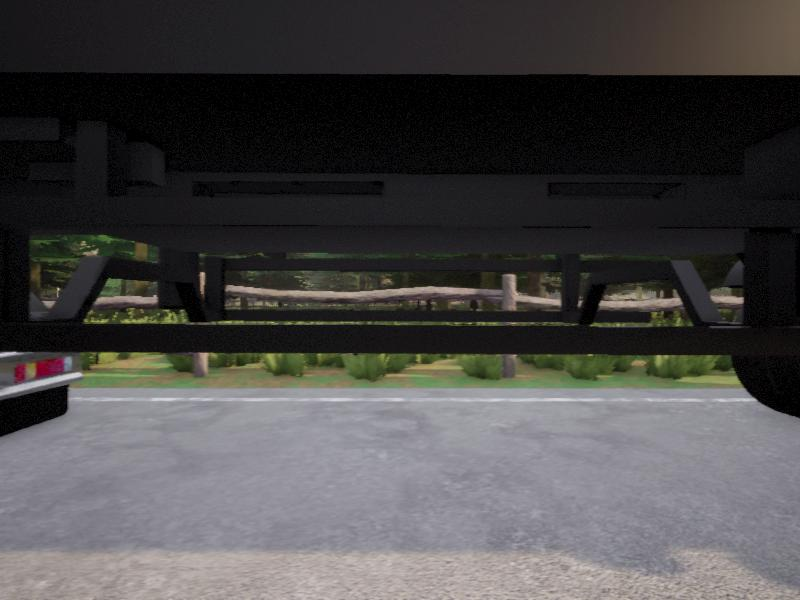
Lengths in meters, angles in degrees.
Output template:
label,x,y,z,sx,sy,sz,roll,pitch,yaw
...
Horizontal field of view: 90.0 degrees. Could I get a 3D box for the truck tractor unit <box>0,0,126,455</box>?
label,x,y,z,sx,sy,sz,roll,pitch,yaw
truck tractor unit,-5.839,-1.115,2.238,6.516,4.208,3.053,0,0,0

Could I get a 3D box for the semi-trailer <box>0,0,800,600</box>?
label,x,y,z,sx,sy,sz,roll,pitch,yaw
semi-trailer,2.073,-1.218,2.226,14.254,4.402,2.717,0,0,0
